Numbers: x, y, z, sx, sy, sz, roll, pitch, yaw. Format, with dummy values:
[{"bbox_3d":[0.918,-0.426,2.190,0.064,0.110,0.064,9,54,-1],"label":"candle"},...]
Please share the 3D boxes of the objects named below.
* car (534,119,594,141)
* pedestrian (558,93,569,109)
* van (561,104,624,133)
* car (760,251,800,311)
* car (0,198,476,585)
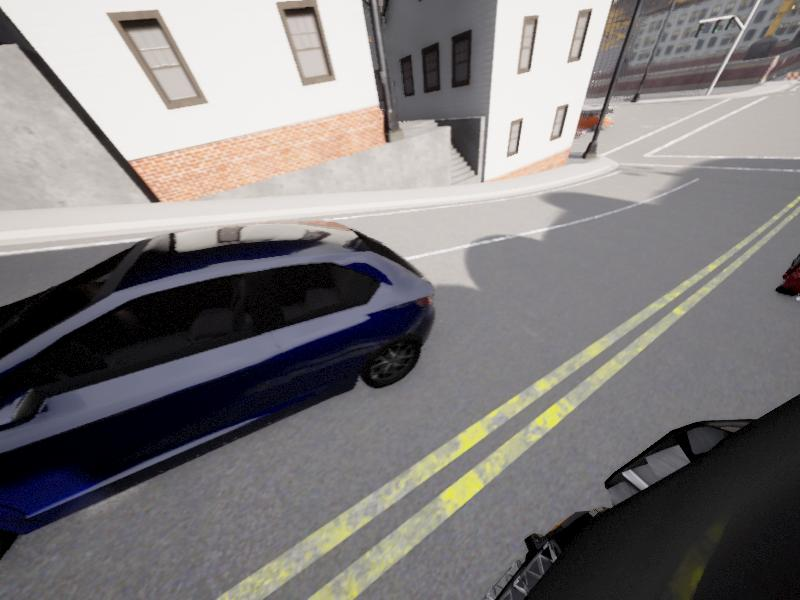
[{"bbox_3d":[16.729,-17.554,23.906,1.812,1.442,4.674,-28,43,-17],"label":"car"},{"bbox_3d":[26.707,-32.532,37.728,0.751,1.860,0.751,-27,43,-16],"label":"pedestrian"},{"bbox_3d":[20.054,-19.033,24.346,1.775,1.987,4.442,-27,43,-17],"label":"van"},{"bbox_3d":[9.115,-0.664,4.114,4.181,1.385,1.994,-18,40,-24],"label":"car"},{"bbox_3d":[-1.686,0.230,1.995,4.193,1.474,1.816,-17,39,-26],"label":"car"}]
